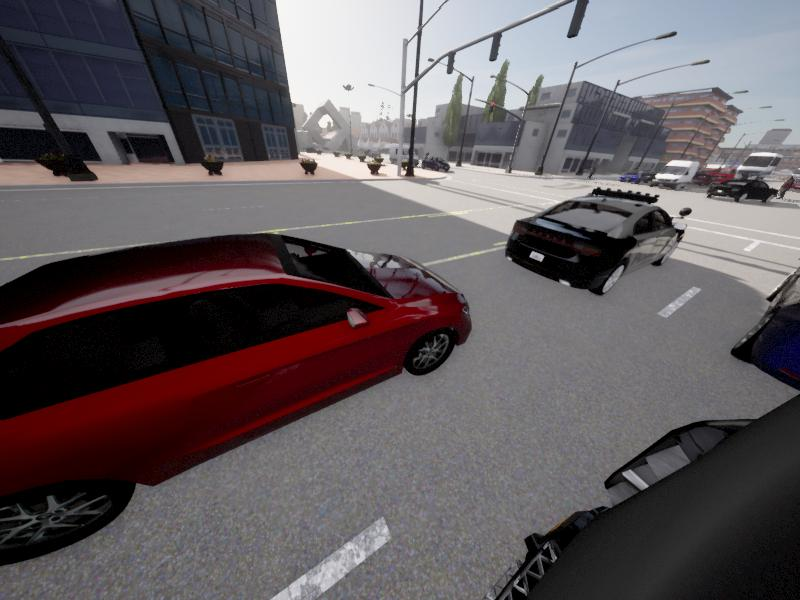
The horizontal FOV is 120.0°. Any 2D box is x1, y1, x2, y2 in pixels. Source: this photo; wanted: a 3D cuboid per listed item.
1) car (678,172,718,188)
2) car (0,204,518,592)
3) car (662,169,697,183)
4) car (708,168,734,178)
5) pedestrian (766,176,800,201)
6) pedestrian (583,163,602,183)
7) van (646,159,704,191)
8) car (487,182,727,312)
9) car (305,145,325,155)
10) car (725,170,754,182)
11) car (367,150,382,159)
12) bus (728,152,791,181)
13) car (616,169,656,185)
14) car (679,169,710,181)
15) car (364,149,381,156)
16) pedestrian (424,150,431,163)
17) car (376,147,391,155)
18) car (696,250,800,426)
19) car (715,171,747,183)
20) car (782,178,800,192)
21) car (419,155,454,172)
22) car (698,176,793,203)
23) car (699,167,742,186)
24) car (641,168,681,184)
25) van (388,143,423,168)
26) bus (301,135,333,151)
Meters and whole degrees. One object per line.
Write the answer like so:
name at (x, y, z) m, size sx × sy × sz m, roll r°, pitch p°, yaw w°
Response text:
car at (37.601, -15.152, 29.120) m, size 4.674 × 1.442 × 1.812 m, roll -15°, pitch 38°, yaw -26°
car at (-1.188, 0.152, 2.294) m, size 4.193 × 1.474 × 1.816 m, roll -16°, pitch 38°, yaw -26°
car at (42.220, -18.792, 34.886) m, size 5.008 × 1.535 × 1.882 m, roll -16°, pitch 38°, yaw -26°
car at (63.337, -25.091, 45.563) m, size 5.008 × 1.535 × 1.882 m, roll -16°, pitch 38°, yaw -26°
pedestrian at (33.098, -9.609, 19.872) m, size 0.751 × 1.860 × 0.751 m, roll 29°, pitch 41°, yaw 34°
pedestrian at (20.793, -13.717, 24.957) m, size 0.751 × 1.860 × 0.751 m, roll 14°, pitch 34°, yaw 15°
van at (28.465, -12.940, 23.928) m, size 5.915 × 2.561 × 1.988 m, roll -18°, pitch 39°, yaw -29°
car at (4.753, -1.608, 5.287) m, size 5.238 × 1.638 × 1.930 m, roll -16°, pitch 38°, yaw -26°
car at (-18.645, -32.921, 50.724) m, size 3.633 × 1.501 × 1.845 m, roll 15°, pitch 35°, yaw 17°
car at (58.537, -21.385, 39.776) m, size 4.193 × 1.474 × 1.816 m, roll -17°, pitch 38°, yaw -26°
car at (-5.575, -31.660, 50.228) m, size 2.033 × 1.411 × 5.357 m, roll -8°, pitch 35°, yaw -17°
bus at (67.753, -25.152, 43.554) m, size 10.273 × 4.253 × 3.944 m, roll -16°, pitch 38°, yaw -26°
car at (28.374, -14.832, 27.761) m, size 4.193 × 1.474 × 1.816 m, roll -16°, pitch 38°, yaw -26°
car at (48.706, -20.692, 38.191) m, size 4.892 × 1.490 × 1.837 m, roll -17°, pitch 38°, yaw -26°
car at (-7.414, -40.197, 62.998) m, size 1.837 × 1.490 × 4.892 m, roll 24°, pitch 38°, yaw 27°
pedestrian at (4.941, -25.417, 40.993) m, size 0.751 × 1.860 × 0.751 m, roll -10°, pitch 36°, yaw -20°
car at (-6.403, -57.992, 89.818) m, size 5.566 × 2.045 × 2.150 m, roll 3°, pitch 33°, yaw -2°
car at (6.341, 0.234, 2.774) m, size 4.792 × 1.488 × 2.163 m, roll -16°, pitch 38°, yaw -26°
car at (53.025, -19.703, 37.015) m, size 4.674 × 1.442 × 1.812 m, roll -17°, pitch 38°, yaw -26°
car at (51.604, -14.725, 29.596) m, size 4.181 × 1.385 × 1.994 m, roll -17°, pitch 38°, yaw -26°
car at (4.326, -16.611, 28.132) m, size 1.816 × 1.474 × 4.193 m, roll -15°, pitch 38°, yaw -26°
car at (27.080, -8.669, 18.199) m, size 5.008 × 1.535 × 1.882 m, roll -4°, pitch 34°, yaw -11°
car at (46.425, -17.973, 33.497) m, size 5.566 × 2.045 × 2.150 m, roll -16°, pitch 38°, yaw -26°
car at (35.558, -16.911, 31.440) m, size 5.238 × 1.638 × 1.930 m, roll -16°, pitch 38°, yaw -26°
van at (0.633, -20.772, 33.146) m, size 1.988 × 2.561 × 5.915 m, roll -15°, pitch 38°, yaw -26°
bus at (-30.998, -58.916, 86.740) m, size 10.273 × 4.253 × 3.944 m, roll -15°, pitch 38°, yaw -26°
